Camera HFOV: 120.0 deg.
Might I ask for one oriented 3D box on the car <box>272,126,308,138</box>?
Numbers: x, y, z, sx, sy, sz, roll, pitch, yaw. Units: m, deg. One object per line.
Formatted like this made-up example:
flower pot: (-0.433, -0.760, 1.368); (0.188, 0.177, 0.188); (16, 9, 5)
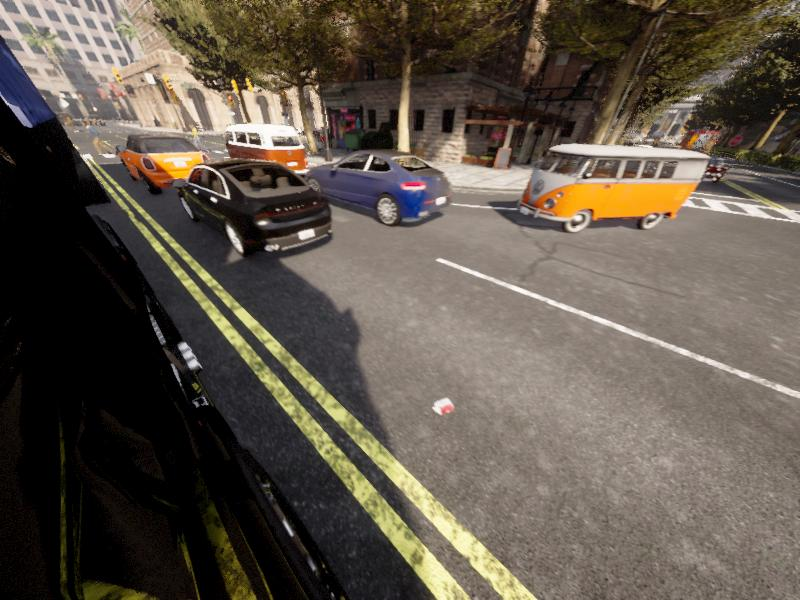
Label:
car: (-18.587, -28.582, 39.318); (2.038, 1.542, 4.974); (28, 44, 30)

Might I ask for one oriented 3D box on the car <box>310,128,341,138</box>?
car: (-13.980, -31.657, 43.811); (2.033, 1.411, 5.357); (28, 44, 30)

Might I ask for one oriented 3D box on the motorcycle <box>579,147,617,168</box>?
motorcycle: (15.989, -11.541, 18.697); (1.805, 1.236, 0.856); (8, 37, 7)

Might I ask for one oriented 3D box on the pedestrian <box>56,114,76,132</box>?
pedestrian: (-44.614, -23.670, 30.873); (0.751, 1.860, 0.751); (27, 43, 29)

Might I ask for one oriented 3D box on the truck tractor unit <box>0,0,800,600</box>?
truck tractor unit: (-2.645, -0.295, 0.351); (6.516, 4.208, 3.053); (28, 44, 30)

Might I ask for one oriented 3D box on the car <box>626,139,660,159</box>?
car: (33.646, -21.111, 32.116); (2.435, 2.045, 5.566); (28, 44, 30)

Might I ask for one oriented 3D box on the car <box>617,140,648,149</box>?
car: (56.848, -38.088, 56.598); (4.892, 1.490, 1.837); (14, 38, 14)

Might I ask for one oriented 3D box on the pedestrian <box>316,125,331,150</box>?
pedestrian: (-6.959, -14.813, 21.107); (0.751, 1.860, 0.751); (31, 45, 33)

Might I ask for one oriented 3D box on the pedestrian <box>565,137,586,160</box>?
pedestrian: (17.163, -14.849, 22.623); (0.751, 1.860, 0.751); (-22, 43, -29)

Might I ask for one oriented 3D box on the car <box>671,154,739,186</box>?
car: (20.372, -8.914, 15.674); (1.895, 1.301, 4.718); (28, 44, 30)

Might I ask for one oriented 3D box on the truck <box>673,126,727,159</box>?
truck: (47.999, -25.499, 37.349); (2.891, 3.827, 8.468); (28, 44, 30)

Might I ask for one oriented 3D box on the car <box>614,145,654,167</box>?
car: (23.860, -14.837, 23.642); (2.231, 1.521, 4.892); (28, 44, 30)

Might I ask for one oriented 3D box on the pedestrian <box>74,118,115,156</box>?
pedestrian: (-18.752, -9.990, 14.216); (0.751, 1.860, 0.751); (29, 44, 31)

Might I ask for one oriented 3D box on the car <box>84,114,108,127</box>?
car: (-59.925, -35.301, 45.468); (4.605, 1.855, 1.932); (28, 44, 30)

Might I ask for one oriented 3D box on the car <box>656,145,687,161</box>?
car: (35.614, -19.396, 30.418); (1.970, 1.475, 3.806); (28, 44, 30)

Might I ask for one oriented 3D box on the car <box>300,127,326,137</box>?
car: (-17.036, -32.811, 45.183); (1.994, 1.385, 4.181); (29, 44, 31)

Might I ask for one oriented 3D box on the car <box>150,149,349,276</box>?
car: (-3.596, -2.422, 5.398); (4.892, 1.490, 1.837); (28, 44, 30)

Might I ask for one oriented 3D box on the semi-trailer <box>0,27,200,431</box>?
semi-trailer: (-8.622, -3.656, 4.301); (14.254, 4.402, 2.717); (29, 44, 31)

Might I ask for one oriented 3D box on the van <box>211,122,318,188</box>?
van: (-6.136, -6.735, 10.536); (4.480, 2.038, 2.069); (28, 44, 30)

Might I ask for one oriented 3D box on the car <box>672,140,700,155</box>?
car: (53.992, -28.939, 43.778); (2.150, 2.045, 5.566); (28, 44, 30)

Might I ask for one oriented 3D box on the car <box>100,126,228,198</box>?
car: (-9.000, -5.417, 8.811); (4.553, 1.767, 2.097); (28, 44, 30)

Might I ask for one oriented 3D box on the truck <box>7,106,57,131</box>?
truck: (-49.976, -24.733, 31.496); (5.204, 2.467, 2.627); (28, 44, 30)

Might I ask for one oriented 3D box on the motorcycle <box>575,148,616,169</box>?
motorcycle: (15.240, -11.081, 18.107); (2.033, 1.145, 0.803); (8, 47, 7)

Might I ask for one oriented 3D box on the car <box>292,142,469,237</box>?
car: (-0.820, -3.735, 7.210); (5.027, 1.651, 2.152); (28, 44, 30)

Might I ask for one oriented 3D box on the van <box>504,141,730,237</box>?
van: (5.728, -3.178, 6.563); (4.442, 1.987, 1.775); (-5, 38, -10)

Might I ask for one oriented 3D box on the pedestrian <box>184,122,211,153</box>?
pedestrian: (-15.145, -12.126, 17.283); (0.751, 1.860, 0.751); (31, 45, 33)

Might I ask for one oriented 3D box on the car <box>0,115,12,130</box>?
car: (-52.351, -22.854, 29.662); (4.892, 1.490, 1.837); (28, 44, 30)

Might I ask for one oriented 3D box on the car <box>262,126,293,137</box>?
car: (-21.612, -29.703, 40.763); (1.994, 1.385, 4.181); (28, 44, 30)

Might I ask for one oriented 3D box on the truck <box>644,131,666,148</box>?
truck: (78.444, -49.565, 71.265); (2.891, 3.827, 8.468); (28, 44, 30)
